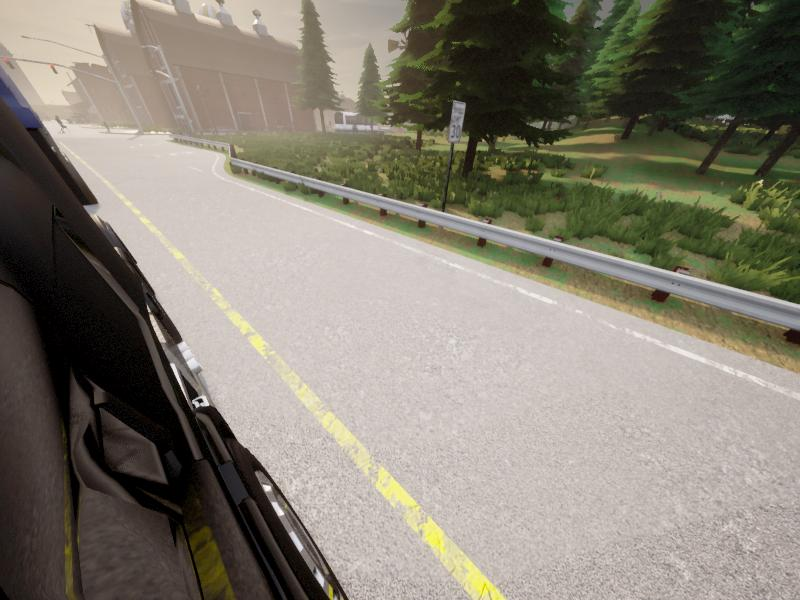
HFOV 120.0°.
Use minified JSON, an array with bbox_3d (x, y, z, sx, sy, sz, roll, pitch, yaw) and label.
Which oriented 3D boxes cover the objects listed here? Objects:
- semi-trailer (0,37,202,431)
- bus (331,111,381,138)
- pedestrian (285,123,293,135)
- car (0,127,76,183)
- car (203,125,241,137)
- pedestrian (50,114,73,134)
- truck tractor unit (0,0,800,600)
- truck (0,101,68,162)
[{"bbox_3d":[-8.746,-3.573,4.180,14.254,4.402,2.717,28,43,29],"label":"semi-trailer"},{"bbox_3d":[-9.141,-37.417,49.592,3.944,4.253,10.273,28,43,29],"label":"bus"},{"bbox_3d":[-22.256,-34.266,46.260,0.751,1.860,0.751,28,43,29],"label":"pedestrian"},{"bbox_3d":[-16.061,-6.228,9.718,4.902,1.511,2.128,27,43,29],"label":"car"},{"bbox_3d":[-27.764,-26.430,36.143,1.994,1.385,4.181,27,43,29],"label":"car"},{"bbox_3d":[-41.335,-21.517,28.231,0.751,1.860,0.751,32,46,33],"label":"pedestrian"},{"bbox_3d":[-2.645,-0.295,0.351,6.516,4.208,3.053,28,44,30],"label":"truck tractor unit"},{"bbox_3d":[-21.926,-9.534,12.949,5.204,2.467,2.627,27,43,28],"label":"truck"}]
